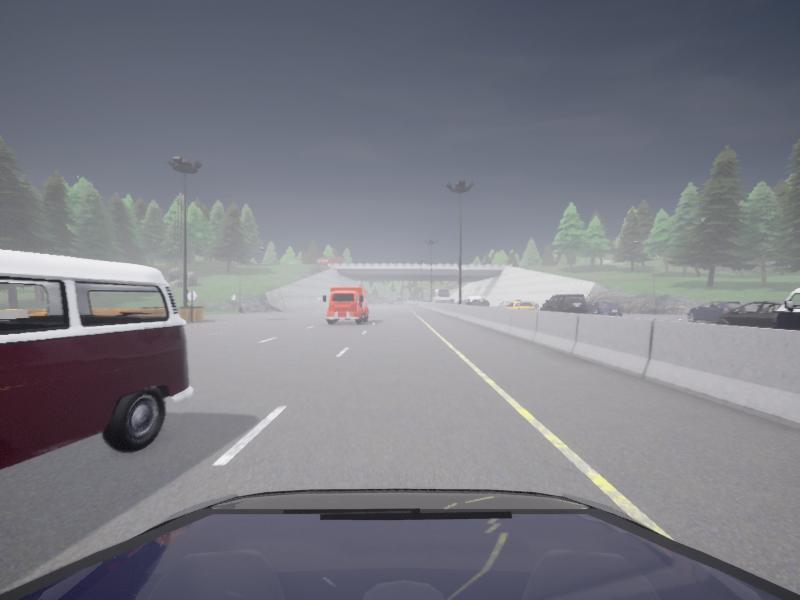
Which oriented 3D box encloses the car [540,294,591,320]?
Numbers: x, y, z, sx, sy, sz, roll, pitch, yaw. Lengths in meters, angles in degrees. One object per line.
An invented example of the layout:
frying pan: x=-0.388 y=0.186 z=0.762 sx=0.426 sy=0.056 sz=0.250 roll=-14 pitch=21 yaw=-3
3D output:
car: x=13.999 y=0.566 z=34.274 sx=2.150 sy=2.045 sz=5.566 roll=0 pitch=0 yaw=0

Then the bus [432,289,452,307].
bus: x=10.375 y=-0.545 z=100.668 sx=3.944 sy=4.253 sz=10.273 roll=0 pitch=0 yaw=0

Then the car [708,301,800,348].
car: x=13.999 y=0.815 z=15.175 sx=1.789 sy=1.549 sz=3.705 roll=0 pitch=0 yaw=0

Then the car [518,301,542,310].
car: x=20.999 y=0.891 z=64.890 sx=2.033 sy=1.411 sz=5.357 roll=0 pitch=0 yaw=0

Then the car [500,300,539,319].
car: x=10.499 y=0.799 z=35.544 sx=1.801 sy=1.575 sz=5.366 roll=0 pitch=0 yaw=0

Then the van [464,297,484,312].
van: x=10.500 y=0.570 z=57.020 sx=2.069 sy=2.038 sz=4.480 roll=0 pitch=0 yaw=0

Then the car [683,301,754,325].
car: x=20.999 y=0.825 z=26.563 sx=1.845 sy=1.501 sz=3.633 roll=0 pitch=0 yaw=0

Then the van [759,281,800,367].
van: x=10.499 y=0.571 z=8.294 sx=2.069 sy=2.038 sz=4.480 roll=0 pitch=0 yaw=0

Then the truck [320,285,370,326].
truck: x=-3.498 y=0.355 z=26.840 sx=2.627 sy=2.467 sz=5.204 roll=0 pitch=0 yaw=0

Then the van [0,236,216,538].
van: x=-3.684 y=0.574 z=3.072 sx=2.069 sy=2.038 sz=4.480 roll=1 pitch=0 yaw=7

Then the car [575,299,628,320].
car: x=17.498 y=0.778 z=35.071 sx=2.152 sy=1.651 sz=5.027 roll=0 pitch=0 yaw=0
